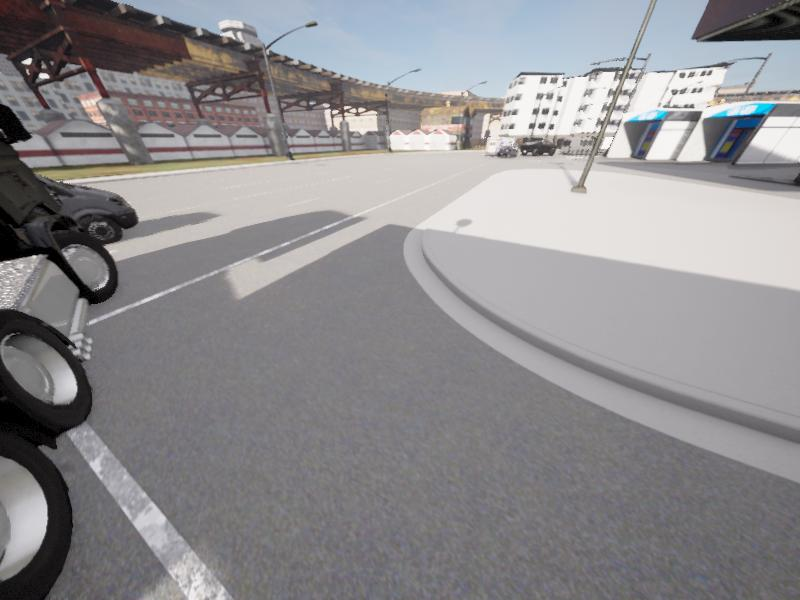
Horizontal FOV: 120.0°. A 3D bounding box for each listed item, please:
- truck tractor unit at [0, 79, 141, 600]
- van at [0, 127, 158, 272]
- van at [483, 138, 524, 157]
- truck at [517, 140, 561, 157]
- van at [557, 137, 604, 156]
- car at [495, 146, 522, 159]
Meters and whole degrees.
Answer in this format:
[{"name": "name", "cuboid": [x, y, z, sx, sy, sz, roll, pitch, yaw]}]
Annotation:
[{"name": "truck tractor unit", "cuboid": [-4.771, -0.546, 1.142, 3.053, 4.208, 6.516, -29, 44, -34]}, {"name": "van", "cuboid": [-9.614, -1.828, 4.514, 1.988, 2.561, 5.915, 16, 38, 22]}, {"name": "van", "cuboid": [16.898, -24.894, 37.657, 6.366, 2.431, 2.351, -21, 40, -27]}, {"name": "truck", "cuboid": [22.088, -24.127, 36.796, 6.274, 2.098, 2.390, -17, 38, -22]}, {"name": "van", "cuboid": [30.120, -25.707, 38.622, 5.915, 2.561, 1.988, -7, 35, -10]}, {"name": "car", "cuboid": [15.873, -21.646, 33.769, 3.633, 1.501, 1.845, -26, 42, -32]}]
